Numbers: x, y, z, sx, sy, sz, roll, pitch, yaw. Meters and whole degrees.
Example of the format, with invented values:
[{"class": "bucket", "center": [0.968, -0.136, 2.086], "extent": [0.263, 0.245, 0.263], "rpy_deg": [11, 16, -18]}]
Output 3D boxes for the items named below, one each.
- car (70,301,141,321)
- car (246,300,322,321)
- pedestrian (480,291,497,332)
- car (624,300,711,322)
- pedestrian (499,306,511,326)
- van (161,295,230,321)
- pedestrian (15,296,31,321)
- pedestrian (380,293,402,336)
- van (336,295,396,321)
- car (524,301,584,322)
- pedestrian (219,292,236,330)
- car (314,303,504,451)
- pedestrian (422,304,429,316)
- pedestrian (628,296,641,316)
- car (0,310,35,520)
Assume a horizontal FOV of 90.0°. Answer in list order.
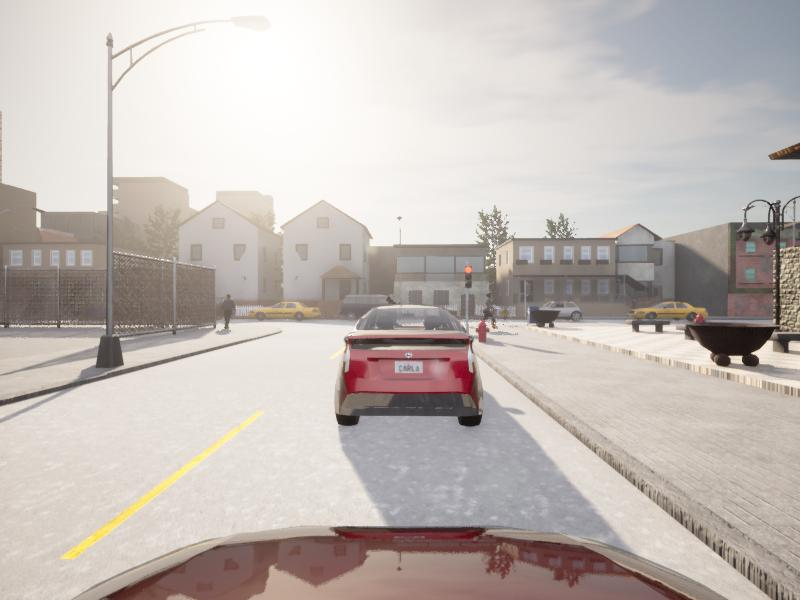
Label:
[{"class": "car", "center": [-22.800, 0.854, 31.092], "extent": [4.193, 1.474, 1.816], "rpy_deg": [0, 0, 1]}, {"class": "car", "center": [-8.855, 0.801, 30.810], "extent": [5.366, 1.575, 1.801], "rpy_deg": [0, 0, 1]}, {"class": "pedestrian", "center": [4.170, 0.525, 18.826], "extent": [0.751, 1.860, 0.751], "rpy_deg": [0, 0, 11]}, {"class": "car", "center": [20.071, 0.801, 30.172], "extent": [5.366, 1.575, 1.801], "rpy_deg": [0, 0, 1]}, {"class": "pedestrian", "center": [6.019, 0.905, 22.987], "extent": [0.500, 1.100, 0.500], "rpy_deg": [0, 0, -42]}, {"class": "van", "center": [-15.702, 0.598, 30.885], "extent": [4.442, 1.987, 1.775], "rpy_deg": [0, 0, 2]}, {"class": "pedestrian", "center": [-28.783, 0.637, 30.513], "extent": [0.751, 1.860, 0.751], "rpy_deg": [0, 0, 34]}, {"class": "pedestrian", "center": [-0.399, 0.635, 17.790], "extent": [0.751, 1.860, 0.751], "rpy_deg": [0, 0, 19]}, {"class": "van", "center": [-2.525, 0.598, 30.669], "extent": [4.442, 1.987, 1.775], "rpy_deg": [0, 0, 1]}, {"class": "car", "center": [11.638, 0.853, 30.357], "extent": [3.806, 1.475, 1.970], "rpy_deg": [0, 0, 1]}, {"class": "pedestrian", "center": [-8.716, 0.534, 20.208], "extent": [0.751, 1.860, 0.751], "rpy_deg": [0, 0, -20]}, {"class": "car", "center": [0.137, 0.828, 6.489], "extent": [2.007, 1.525, 4.514], "rpy_deg": [0, 0, 1]}, {"class": "pedestrian", "center": [2.288, 0.913, 35.818], "extent": [0.500, 1.100, 0.500], "rpy_deg": [0, 0, -10]}, {"class": "pedestrian", "center": [21.142, 0.533, 36.044], "extent": [0.751, 1.860, 0.751], "rpy_deg": [0, 0, -2]}, {"class": "car", "center": [-4.006, 0.836, 0.742], "extent": [2.128, 1.511, 4.902], "rpy_deg": [0, 0, 1]}]
